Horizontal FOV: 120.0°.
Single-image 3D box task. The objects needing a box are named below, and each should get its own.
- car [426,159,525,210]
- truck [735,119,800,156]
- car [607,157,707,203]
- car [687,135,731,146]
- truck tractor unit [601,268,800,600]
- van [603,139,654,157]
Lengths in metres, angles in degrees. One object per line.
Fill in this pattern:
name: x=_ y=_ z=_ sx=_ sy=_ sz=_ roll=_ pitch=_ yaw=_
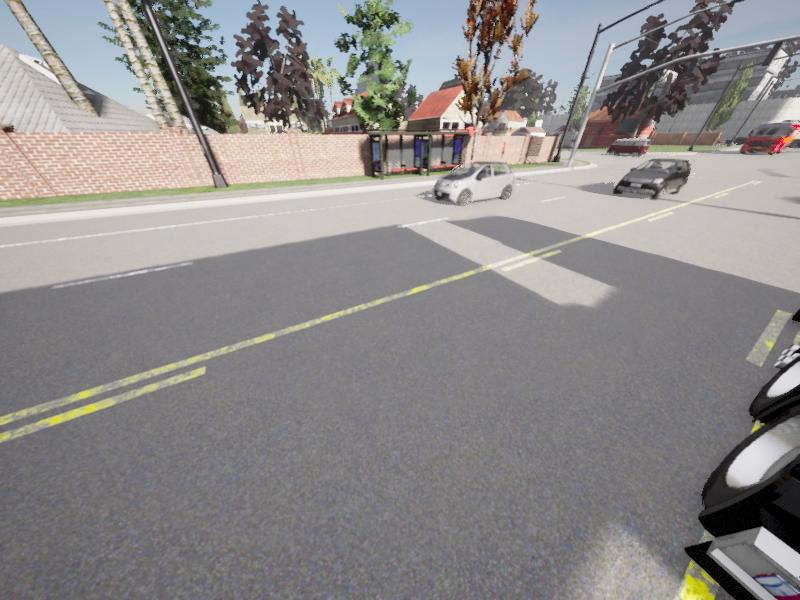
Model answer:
car: x=3.207 y=-5.124 z=10.030 sx=3.633 sy=1.501 sz=1.845 roll=-18 pitch=39 yaw=-24
truck: x=50.873 y=-22.163 z=31.585 sx=8.468 sy=3.827 sz=2.891 roll=-19 pitch=39 yaw=-23
car: x=12.147 y=-5.815 z=10.989 sx=3.705 sy=1.549 sz=1.789 roll=-18 pitch=39 yaw=-25
car: x=72.713 y=-37.675 z=54.537 sx=2.150 sy=2.045 sz=5.566 roll=-19 pitch=39 yaw=-24
truck tractor unit: x=5.112 y=-0.301 z=0.764 sx=6.516 sy=4.208 sz=3.053 roll=-18 pitch=39 yaw=-24
van: x=32.005 y=-21.445 z=32.555 sx=1.775 sy=1.987 sz=4.442 roll=-20 pitch=40 yaw=-25
